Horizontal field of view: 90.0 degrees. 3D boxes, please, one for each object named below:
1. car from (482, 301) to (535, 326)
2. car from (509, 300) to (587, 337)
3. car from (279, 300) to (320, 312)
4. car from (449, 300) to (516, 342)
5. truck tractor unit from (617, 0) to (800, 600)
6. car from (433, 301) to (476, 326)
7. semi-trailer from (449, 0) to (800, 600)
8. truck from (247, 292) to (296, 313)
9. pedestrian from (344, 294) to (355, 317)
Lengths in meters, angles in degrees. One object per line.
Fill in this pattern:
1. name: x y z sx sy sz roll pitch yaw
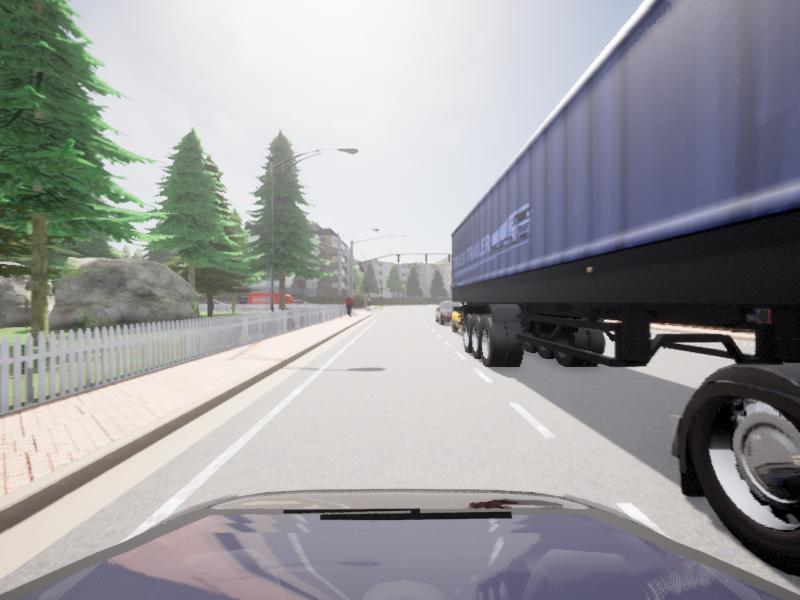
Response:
1. car: 6.928 0.808 26.175 2.163 1.488 4.792 0 0 0
2. car: 6.978 0.791 19.455 1.882 1.535 5.008 0 0 -1
3. car: -13.296 0.750 52.967 4.902 1.511 2.128 0 0 1
4. car: 3.441 0.776 17.721 1.801 1.575 5.366 0 0 -1
5. truck tractor unit: 3.416 -0.523 0.143 3.053 4.208 6.516 0 0 -1
6. car: 3.414 0.808 26.047 2.163 1.488 4.792 0 0 0
7. semi-trailer: 3.301 -0.631 8.052 2.717 4.402 14.254 0 0 -1
8. truck: -15.832 0.276 49.522 5.204 2.467 2.627 0 0 1
9. pedestrian: -4.081 0.434 32.346 0.751 1.860 0.751 0 0 0
